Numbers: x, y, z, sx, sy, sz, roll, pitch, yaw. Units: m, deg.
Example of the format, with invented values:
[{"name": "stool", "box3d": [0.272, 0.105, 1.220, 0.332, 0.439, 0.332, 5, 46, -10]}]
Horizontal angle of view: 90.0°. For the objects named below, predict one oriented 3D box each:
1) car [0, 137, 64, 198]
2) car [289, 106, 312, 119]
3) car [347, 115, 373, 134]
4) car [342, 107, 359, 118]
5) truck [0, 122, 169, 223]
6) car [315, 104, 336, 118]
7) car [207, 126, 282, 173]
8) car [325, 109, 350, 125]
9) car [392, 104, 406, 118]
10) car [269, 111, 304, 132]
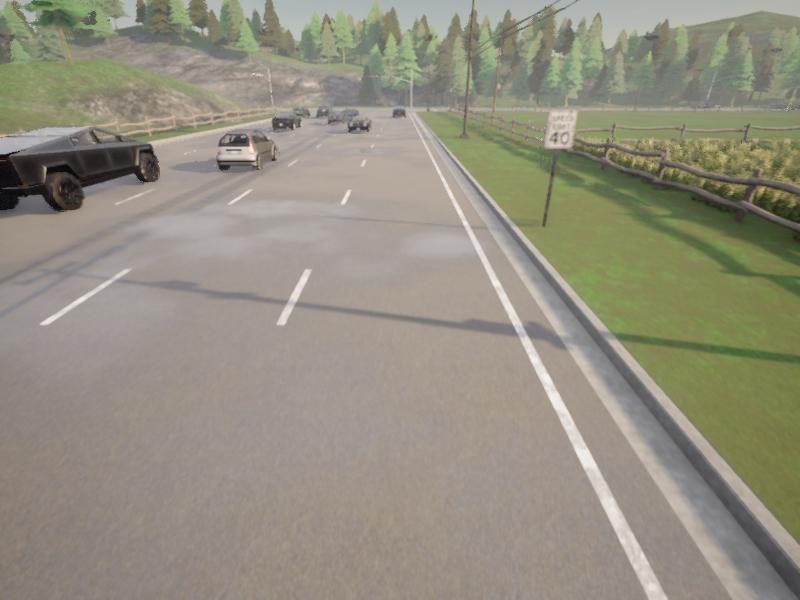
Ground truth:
[{"name": "car", "box3d": [-14.027, -4.417, 13.437, 1.851, 1.617, 3.988, 0, 27, 0]}, {"name": "car", "box3d": [-14.109, -26.798, 56.996, 2.007, 1.525, 4.514, 0, 27, 0]}, {"name": "car", "box3d": [-3.572, -15.946, 36.173, 1.895, 1.301, 4.718, 0, 27, 0]}, {"name": "car", "box3d": [-7.113, -27.257, 58.062, 1.994, 1.385, 4.181, 0, 27, 0]}, {"name": "truck", "box3d": [-10.512, -4.372, 12.809, 2.390, 2.098, 6.274, 0, 27, 1]}, {"name": "car", "box3d": [-10.612, -27.152, 57.395, 2.097, 1.767, 4.553, 0, 27, 0]}, {"name": "car", "box3d": [-7.028, -7.090, 18.630, 1.851, 1.617, 3.988, 0, 27, 0]}, {"name": "car", "box3d": [-7.088, -20.929, 45.744, 2.033, 1.411, 5.357, 0, 27, 0]}, {"name": "car", "box3d": [-0.112, -27.627, 58.484, 1.930, 1.638, 5.238, 0, 27, 0]}, {"name": "car", "box3d": [-10.573, -16.812, 37.589, 1.882, 1.535, 5.008, 0, 27, 0]}]
